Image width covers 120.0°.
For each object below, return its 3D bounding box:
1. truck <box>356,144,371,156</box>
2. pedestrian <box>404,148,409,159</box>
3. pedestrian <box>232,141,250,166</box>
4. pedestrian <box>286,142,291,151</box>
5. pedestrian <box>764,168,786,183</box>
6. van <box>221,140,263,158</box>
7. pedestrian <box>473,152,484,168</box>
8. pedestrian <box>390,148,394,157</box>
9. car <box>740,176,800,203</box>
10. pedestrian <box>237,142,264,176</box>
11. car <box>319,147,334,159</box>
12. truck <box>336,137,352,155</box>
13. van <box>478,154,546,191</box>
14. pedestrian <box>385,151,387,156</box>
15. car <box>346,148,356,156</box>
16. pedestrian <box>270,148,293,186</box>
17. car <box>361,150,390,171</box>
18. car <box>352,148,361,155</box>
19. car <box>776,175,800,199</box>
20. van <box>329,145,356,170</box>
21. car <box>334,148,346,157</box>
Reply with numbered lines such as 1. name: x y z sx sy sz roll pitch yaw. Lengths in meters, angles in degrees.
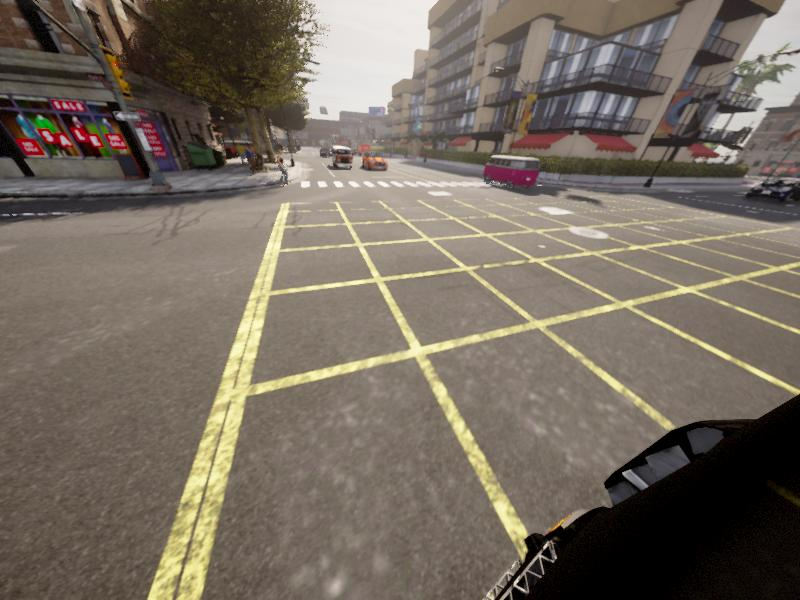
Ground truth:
1. truck: -9.200 -38.119 58.713 2.627 2.467 5.204 -9 35 -17
2. pedestrian: 1.420 -32.359 51.023 0.751 1.860 0.751 -4 34 -11
3. pedestrian: -14.367 -13.229 20.910 0.751 1.860 0.751 -10 36 -18
4. pedestrian: -29.630 -40.762 61.430 0.751 1.860 0.751 -8 35 -16
5. pedestrian: 57.267 -19.034 35.289 0.751 1.860 0.751 -8 35 -16
6. van: -23.512 -22.589 34.597 4.442 1.987 1.775 -6 34 -13
7. pedestrian: 11.424 -20.427 33.715 0.751 1.860 0.751 -9 35 -17
8. pedestrian: -1.961 -36.227 56.623 0.751 1.860 0.751 -6 35 -13
9. car: 28.778 -8.397 17.474 3.806 1.475 1.970 -9 35 -17
10. pedestrian: -9.956 -9.419 15.473 0.751 1.860 0.751 16 36 20
11. car: -13.687 -27.356 42.868 2.152 1.651 5.027 -9 35 -17
12. truck: -15.795 -43.573 65.240 2.891 3.827 8.468 -9 35 -17
13. van: 8.145 -9.685 17.429 1.775 1.987 4.442 -9 35 -17
14. pedestrian: -3.705 -39.268 61.784 0.500 1.100 0.500 -7 35 -14
15. car: -12.215 -36.714 57.197 1.789 1.549 3.705 -9 35 -17
16. pedestrian: -6.731 -7.567 13.188 0.751 1.860 0.751 -9 35 -17
17. car: -2.819 -15.644 25.802 2.097 1.767 4.553 -9 35 -17
18. car: -12.751 -43.408 67.431 1.970 1.475 3.806 -9 35 -17
19. car: 35.107 -9.440 19.372 5.238 1.638 1.930 -9 35 -17
20. van: -6.375 -15.655 25.308 2.069 2.038 4.480 -9 37 -17
21. car: -13.276 -32.522 50.831 1.837 1.490 4.892 -9 35 -17
